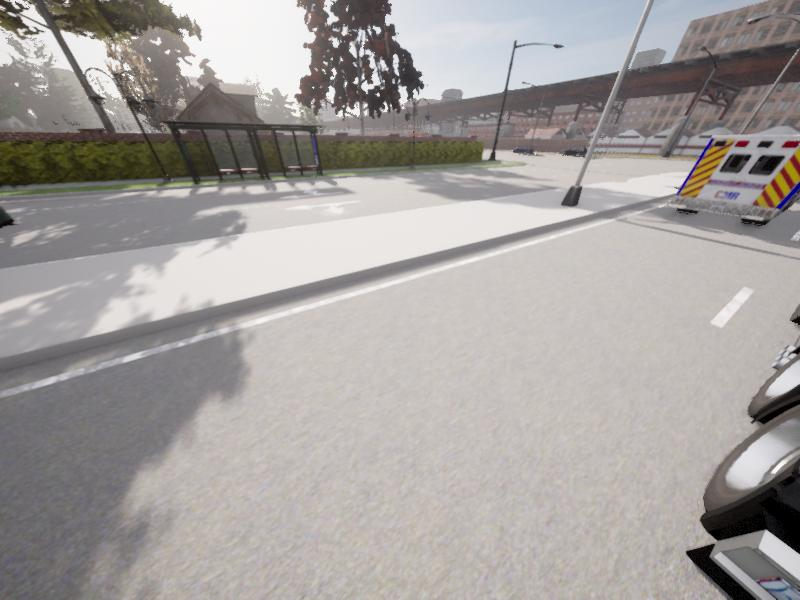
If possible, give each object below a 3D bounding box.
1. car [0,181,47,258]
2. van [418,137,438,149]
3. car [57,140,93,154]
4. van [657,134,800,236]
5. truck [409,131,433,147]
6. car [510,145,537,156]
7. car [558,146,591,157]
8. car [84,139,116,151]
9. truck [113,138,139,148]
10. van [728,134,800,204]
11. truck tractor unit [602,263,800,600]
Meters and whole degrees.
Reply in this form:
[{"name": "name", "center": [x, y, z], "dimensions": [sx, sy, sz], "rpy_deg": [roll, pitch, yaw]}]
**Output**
[{"name": "car", "center": [-12.021, -1.415, 4.146], "dimensions": [5.566, 2.045, 2.150], "rpy_deg": [-18, 39, -24]}, {"name": "van", "center": [7.563, -43.275, 63.446], "dimensions": [1.988, 2.561, 5.915], "rpy_deg": [-18, 40, -24]}, {"name": "car", "center": [-57.574, -27.278, 41.068], "dimensions": [1.932, 1.855, 4.605], "rpy_deg": [-18, 39, -25]}, {"name": "van", "center": [12.771, -4.369, 8.270], "dimensions": [6.366, 2.431, 2.351], "rpy_deg": [-18, 39, -25]}, {"name": "truck", "center": [6.222, -49.322, 70.689], "dimensions": [2.891, 3.827, 8.468], "rpy_deg": [-18, 40, -24]}, {"name": "car", "center": [22.598, -27.520, 42.387], "dimensions": [1.789, 1.549, 3.705], "rpy_deg": [-18, 39, -24]}, {"name": "car", "center": [29.182, -24.939, 38.753], "dimensions": [1.845, 1.501, 3.633], "rpy_deg": [-18, 39, -24]}, {"name": "car", "center": [-63.273, -32.926, 48.946], "dimensions": [2.150, 2.045, 5.566], "rpy_deg": [-18, 39, -25]}, {"name": "truck", "center": [-71.700, -41.246, 60.616], "dimensions": [2.390, 2.098, 6.274], "rpy_deg": [-18, 39, -25]}, {"name": "van", "center": [19.915, -6.742, 11.642], "dimensions": [5.915, 2.561, 1.988], "rpy_deg": [-18, 39, -24]}, {"name": "truck tractor unit", "center": [5.113, -0.298, 0.788], "dimensions": [6.516, 4.208, 3.053], "rpy_deg": [-18, 39, -24]}]
